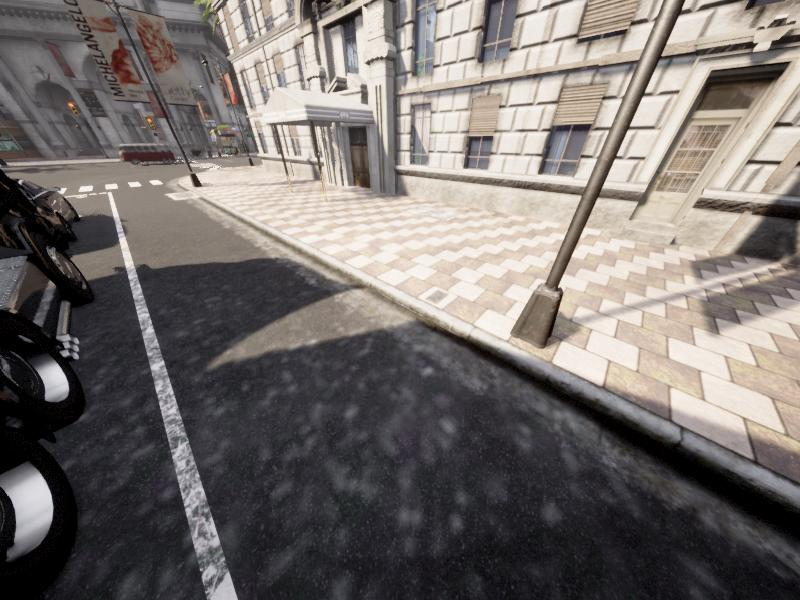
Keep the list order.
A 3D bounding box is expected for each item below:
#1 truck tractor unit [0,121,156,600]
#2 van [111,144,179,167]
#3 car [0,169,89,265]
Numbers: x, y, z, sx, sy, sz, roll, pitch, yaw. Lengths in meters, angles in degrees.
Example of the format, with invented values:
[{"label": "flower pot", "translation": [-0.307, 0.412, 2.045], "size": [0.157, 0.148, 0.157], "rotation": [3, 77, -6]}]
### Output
[{"label": "truck tractor unit", "translation": [-4.849, -0.504, 1.069], "size": [6.516, 4.208, 3.053], "rotation": [28, 44, 34]}, {"label": "van", "translation": [-27.748, -15.893, 25.275], "size": [1.775, 1.987, 4.442], "rotation": [28, 44, 34]}, {"label": "car", "translation": [-10.634, -2.442, 6.257], "size": [4.902, 1.511, 2.128], "rotation": [28, 44, 34]}]
